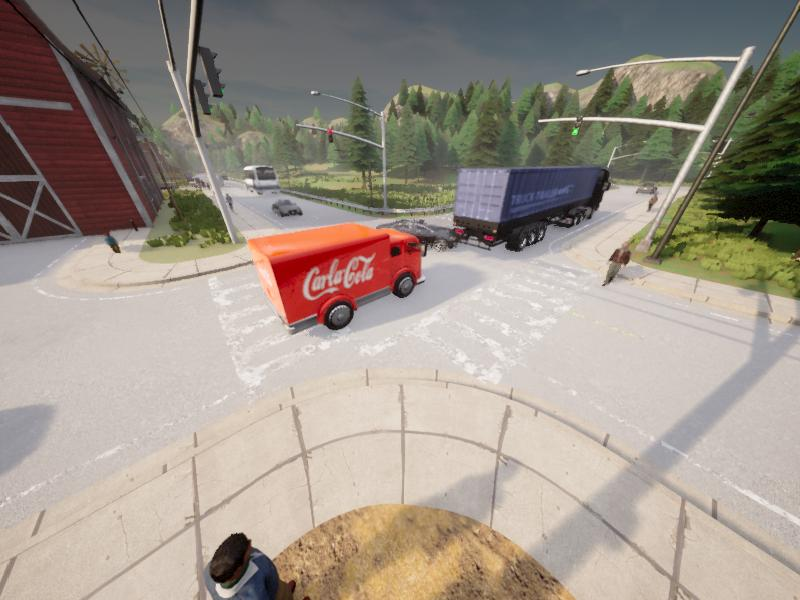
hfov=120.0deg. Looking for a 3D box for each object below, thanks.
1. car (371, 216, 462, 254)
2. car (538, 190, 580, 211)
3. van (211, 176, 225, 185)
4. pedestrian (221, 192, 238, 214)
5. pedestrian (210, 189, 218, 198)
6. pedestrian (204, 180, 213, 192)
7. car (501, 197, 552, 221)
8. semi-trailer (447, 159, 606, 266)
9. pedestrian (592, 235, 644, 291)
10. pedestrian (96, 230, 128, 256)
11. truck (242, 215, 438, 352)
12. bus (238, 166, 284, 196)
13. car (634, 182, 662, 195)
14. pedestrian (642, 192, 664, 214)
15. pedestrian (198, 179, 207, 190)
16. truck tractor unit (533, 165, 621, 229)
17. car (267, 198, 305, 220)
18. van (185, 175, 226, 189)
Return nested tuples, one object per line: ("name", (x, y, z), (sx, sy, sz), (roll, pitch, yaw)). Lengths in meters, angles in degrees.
("car", (0.993, -3.905, 13.608), (4.902, 1.511, 2.128), (6, 28, 10))
("car", (18.289, -11.520, 26.578), (4.611, 1.667, 2.242), (-23, 37, -34))
("van", (-48.948, -32.187, 62.063), (2.069, 2.038, 4.480), (-22, 37, -33))
("pedestrian", (-16.723, -9.544, 22.665), (0.751, 1.860, 0.751), (-24, 38, -36))
("pedestrian", (-27.432, -15.680, 34.053), (0.500, 1.100, 0.500), (-15, 33, -24))
("pedestrian", (-35.135, -20.911, 42.355), (0.751, 1.860, 0.751), (-21, 36, -32))
("car", (12.113, -8.765, 22.083), (5.357, 1.411, 2.033), (-23, 37, -34))
("semi-trailer", (8.858, -6.369, 14.906), (14.254, 4.402, 2.717), (-24, 38, -35))
("pedestrian", (8.374, -1.431, 8.918), (0.751, 1.860, 0.751), (-23, 37, -34))
("pedestrian", (-14.314, -2.823, 11.492), (0.500, 1.100, 0.500), (17, 34, 27))
("truck", (-1.580, -1.064, 7.674), (5.204, 2.467, 2.627), (-23, 37, -34))
("bus", (-24.517, -20.997, 40.457), (3.944, 4.253, 10.273), (-22, 36, -33))
("car", (43.758, -19.712, 40.766), (4.611, 1.667, 2.242), (-22, 36, -33))
("pedestrian", (24.208, -9.281, 22.157), (0.751, 1.860, 0.751), (23, 37, 34))
("pedestrian", (-39.793, -23.363, 46.609), (0.751, 1.860, 0.751), (-26, 39, -37))
("truck tractor unit", (14.843, -8.877, 19.439), (6.516, 4.208, 3.053), (-23, 37, -34))
("car", (-11.113, -8.967, 22.509), (1.994, 1.385, 4.181), (-22, 37, -34))
("van", (-43.528, -26.571, 51.944), (6.366, 2.431, 2.351), (-10, 33, -17))
